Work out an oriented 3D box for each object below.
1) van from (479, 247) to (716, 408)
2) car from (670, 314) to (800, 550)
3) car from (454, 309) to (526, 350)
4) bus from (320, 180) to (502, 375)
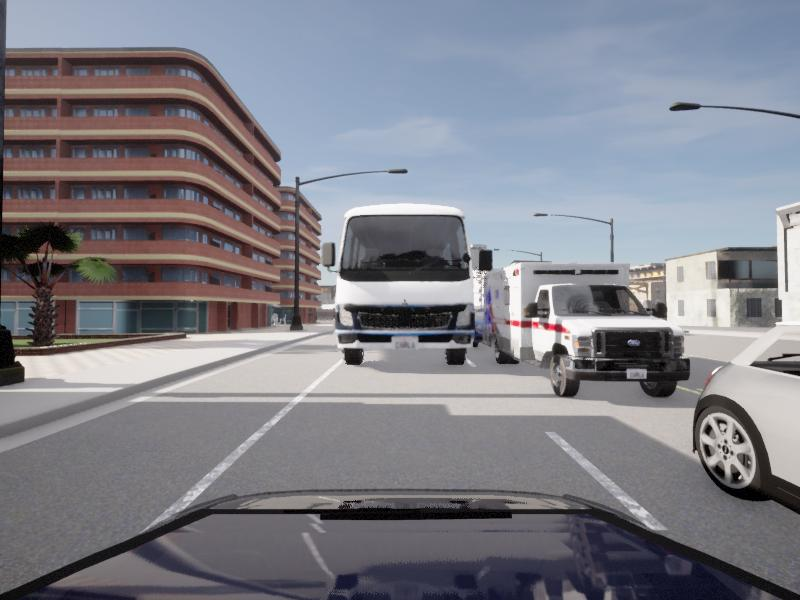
[{"bbox_3d":[3.611,0.459,9.232,2.351,2.431,6.366,0,-1,1],"label":"van"},{"bbox_3d":[3.537,0.858,1.899,1.970,1.475,3.806,0,0,1],"label":"car"},{"bbox_3d":[3.517,1.107,16.510,1.812,1.442,4.674,0,-2,-1],"label":"car"},{"bbox_3d":[0.284,-0.357,13.853,3.944,4.253,10.273,0,-2,1],"label":"bus"}]
